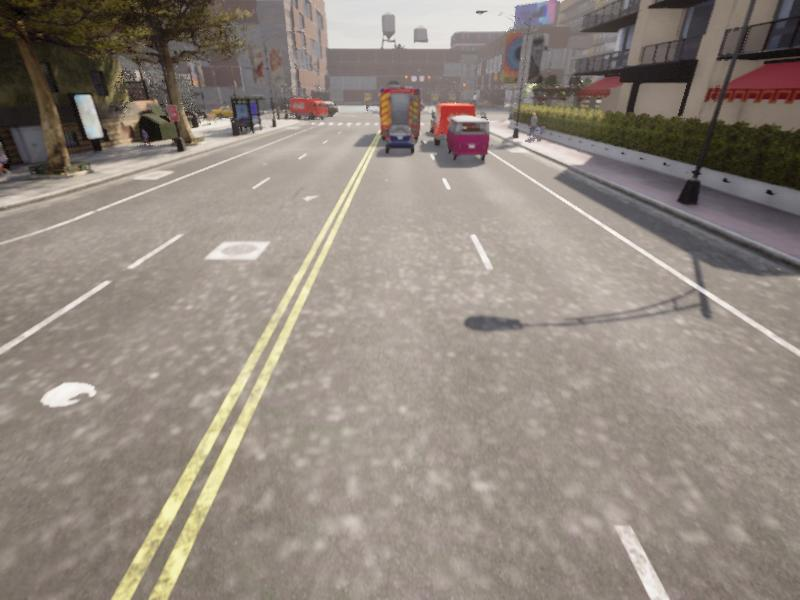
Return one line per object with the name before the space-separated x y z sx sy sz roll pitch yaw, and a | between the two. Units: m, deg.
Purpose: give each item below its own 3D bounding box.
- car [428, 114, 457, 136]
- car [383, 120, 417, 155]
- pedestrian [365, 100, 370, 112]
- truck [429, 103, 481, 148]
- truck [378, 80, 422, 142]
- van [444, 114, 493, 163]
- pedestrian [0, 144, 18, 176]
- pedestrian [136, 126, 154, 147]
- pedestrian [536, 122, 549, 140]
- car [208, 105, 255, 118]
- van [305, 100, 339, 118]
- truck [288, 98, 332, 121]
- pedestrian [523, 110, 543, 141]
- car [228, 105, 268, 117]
car | 3.503 -14.737 33.576 1.970 1.475 3.806 0 27 0
car | 0.003 -9.589 23.492 1.789 1.549 3.705 0 27 0
pedestrian | -5.626 -33.491 69.087 0.751 1.860 0.751 2 27 4
truck | 3.504 -11.815 26.822 2.627 2.467 5.204 0 27 0
truck | 0.011 -14.684 30.896 2.891 3.827 8.468 0 27 0
van | 3.504 -8.706 21.328 1.775 1.987 4.442 0 27 0
pedestrian | -15.291 -5.337 15.276 0.500 1.100 0.500 -2 27 -5
pedestrian | -15.092 -9.680 23.698 0.500 1.100 0.500 1 27 2
pedestrian | 9.862 -11.674 27.698 0.500 1.100 0.500 -15 31 -26
car | -23.083 -25.892 54.960 5.366 1.575 1.801 0 27 1
van | -11.202 -27.640 57.877 4.480 2.038 2.069 2 27 0
truck | -11.685 -24.856 52.017 5.204 2.467 2.627 20 33 33
pedestrian | 9.073 -11.926 27.354 0.751 1.860 0.751 -7 28 -13
car | -22.011 -27.433 58.093 4.902 1.511 2.128 0 27 0
